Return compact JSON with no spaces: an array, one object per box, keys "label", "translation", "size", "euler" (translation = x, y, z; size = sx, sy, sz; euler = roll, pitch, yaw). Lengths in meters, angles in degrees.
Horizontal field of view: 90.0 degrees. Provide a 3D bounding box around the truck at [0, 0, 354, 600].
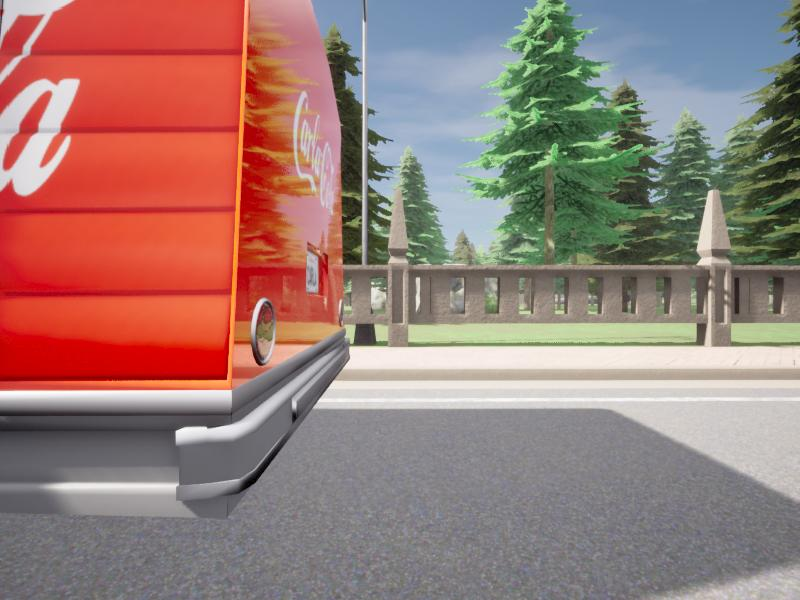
[{"label":"truck","translation":[-2.993,-0.247,2.167],"size":[5.204,2.467,2.627],"euler":[0,0,-1]}]
